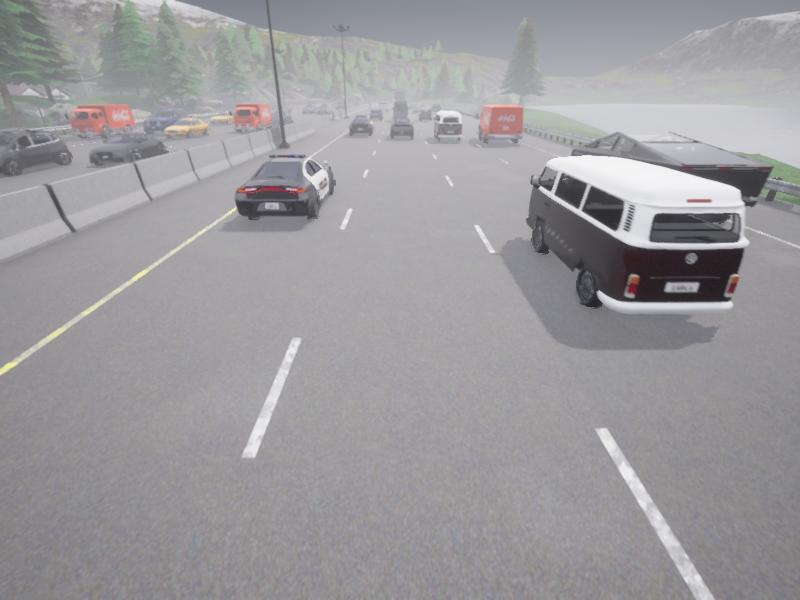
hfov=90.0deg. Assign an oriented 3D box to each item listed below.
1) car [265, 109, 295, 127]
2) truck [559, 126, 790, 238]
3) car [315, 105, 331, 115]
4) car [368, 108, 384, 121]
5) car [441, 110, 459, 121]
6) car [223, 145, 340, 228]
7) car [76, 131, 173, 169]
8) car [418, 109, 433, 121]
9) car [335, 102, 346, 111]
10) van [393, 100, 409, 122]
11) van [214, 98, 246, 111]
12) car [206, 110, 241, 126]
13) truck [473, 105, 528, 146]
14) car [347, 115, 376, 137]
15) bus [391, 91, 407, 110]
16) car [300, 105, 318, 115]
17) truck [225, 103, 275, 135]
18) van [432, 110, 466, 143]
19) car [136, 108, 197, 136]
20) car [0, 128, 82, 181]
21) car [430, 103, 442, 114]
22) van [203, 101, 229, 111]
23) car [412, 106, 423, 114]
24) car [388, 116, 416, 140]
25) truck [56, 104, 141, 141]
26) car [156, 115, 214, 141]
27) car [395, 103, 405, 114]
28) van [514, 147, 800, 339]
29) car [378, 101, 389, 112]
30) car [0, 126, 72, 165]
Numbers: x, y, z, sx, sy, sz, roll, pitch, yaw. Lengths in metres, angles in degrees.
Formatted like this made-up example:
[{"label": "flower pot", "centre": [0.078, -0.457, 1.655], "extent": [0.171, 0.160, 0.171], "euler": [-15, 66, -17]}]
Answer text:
[{"label": "car", "centre": [-13.933, -21.272, 46.714], "extent": [2.033, 1.649, 4.856], "euler": [0, 27, -1]}, {"label": "truck", "centre": [7.259, -3.851, 11.955], "extent": [2.390, 2.098, 6.274], "euler": [0, 27, 0]}, {"label": "car", "centre": [-14.016, -34.802, 73.332], "extent": [2.038, 1.542, 4.974], "euler": [0, 27, 0]}, {"label": "car", "centre": [-3.449, -27.016, 58.100], "extent": [2.007, 1.525, 4.514], "euler": [0, 27, 0]}, {"label": "car", "centre": [7.060, -26.088, 56.523], "extent": [1.895, 1.301, 4.718], "euler": [0, 27, 0]}, {"label": "car", "centre": [-3.241, -3.654, 12.195], "extent": [2.038, 1.542, 4.974], "euler": [0, 27, 0]}, {"label": "car", "centre": [-13.797, -7.737, 20.413], "extent": [1.994, 1.385, 4.181], "euler": [0, 27, 0]}, {"label": "car", "centre": [3.561, -25.913, 55.985], "extent": [1.816, 1.474, 4.193], "euler": [0, 27, 0]}, {"label": "car", "centre": [-14.113, -46.093, 95.205], "extent": [1.905, 1.878, 3.866], "euler": [0, 27, 0]}, {"label": "van", "centre": [0.030, -26.286, 55.545], "extent": [1.988, 2.561, 5.915], "euler": [-1, 27, -2]}, {"label": "van", "centre": [-38.155, -44.060, 90.016], "extent": [5.915, 2.561, 1.988], "euler": [0, 27, 0]}, {"label": "car", "centre": [-20.946, -21.816, 47.839], "extent": [1.801, 1.575, 5.366], "euler": [0, 27, -1]}, {"label": "truck", "centre": [7.179, -12.923, 29.367], "extent": [2.627, 2.467, 5.204], "euler": [0, 27, 0]}, {"label": "car", "centre": [-3.350, -15.650, 35.761], "extent": [2.038, 1.542, 4.974], "euler": [0, 27, 0]}, {"label": "bus", "centre": [-0.267, -51.101, 102.397], "extent": [3.944, 4.253, 10.273], "euler": [0, 27, 0]}, {"label": "car", "centre": [-17.532, -36.790, 77.301], "extent": [2.242, 1.667, 4.611], "euler": [0, 27, 0]}, {"label": "truck", "centre": [-13.892, -17.103, 37.595], "extent": [2.627, 2.467, 5.204], "euler": [0, 27, -1]}, {"label": "van", "centre": [3.670, -13.429, 30.842], "extent": [2.069, 2.038, 4.480], "euler": [0, 27, 0]}, {"label": "car", "centre": [-20.877, -16.117, 36.132], "extent": [2.150, 2.045, 5.566], "euler": [0, 27, -1]}, {"label": "car", "centre": [-17.285, -6.620, 17.889], "extent": [2.242, 1.667, 4.611], "euler": [0, 27, 0]}, {"label": "car", "centre": [6.966, -37.140, 77.593], "extent": [1.932, 1.855, 4.605], "euler": [0, 27, 0]}, {"label": "van", "centre": [-40.019, -42.220, 87.003], "extent": [4.480, 2.038, 2.069], "euler": [0, 27, 0]}, {"label": "car", "centre": [3.458, -37.753, 79.429], "extent": [1.895, 1.301, 4.718], "euler": [0, 27, 0]}, {"label": "car", "centre": [0.162, -14.238, 33.013], "extent": [2.128, 1.511, 4.902], "euler": [0, 27, 0]}, {"label": "truck", "centre": [-24.367, -14.624, 32.736], "extent": [2.627, 2.467, 5.204], "euler": [0, 27, 0]}, {"label": "car", "centre": [-17.353, -14.109, 32.696], "extent": [1.801, 1.575, 5.366], "euler": [0, 27, 0]}, {"label": "car", "centre": [-0.034, -37.148, 77.623], "extent": [1.905, 1.878, 3.866], "euler": [0, 27, 0]}, {"label": "van", "centre": [3.788, -1.390, 7.191], "extent": [2.069, 2.038, 4.480], "euler": [0, 27, 0]}, {"label": "car", "centre": [-3.585, -43.080, 89.092], "extent": [2.150, 2.045, 5.566], "euler": [0, 27, 0]}, {"label": "car", "centre": [-20.808, -8.498, 21.773], "extent": [1.837, 1.490, 4.892], "euler": [0, 27, 0]}]
